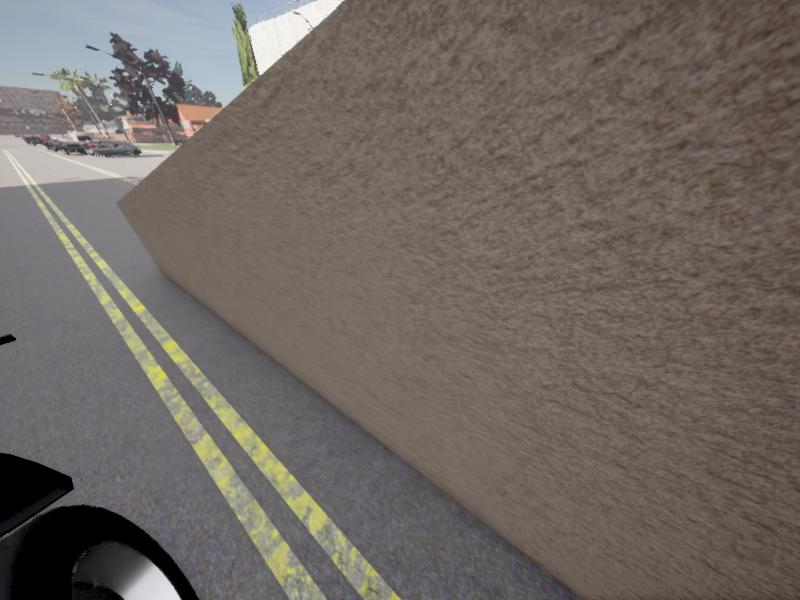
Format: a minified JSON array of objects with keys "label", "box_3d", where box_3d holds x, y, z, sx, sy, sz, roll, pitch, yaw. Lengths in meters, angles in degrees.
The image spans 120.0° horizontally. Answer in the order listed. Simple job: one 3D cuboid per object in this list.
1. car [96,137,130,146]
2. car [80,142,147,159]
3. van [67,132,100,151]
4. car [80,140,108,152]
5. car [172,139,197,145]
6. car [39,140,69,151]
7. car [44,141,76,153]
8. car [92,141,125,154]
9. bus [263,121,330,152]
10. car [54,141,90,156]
[{"label":"car","box_3d":[-70.719,-39.130,57.004,1.932,1.855,4.605,21,40,27]},{"label":"car","box_3d":[-34.260,-18.087,27.862,4.514,1.525,2.007,-15,38,-20]},{"label":"van","box_3d":[-56.538,-28.326,41.268,5.915,2.561,1.988,22,41,28]},{"label":"car","box_3d":[-50.798,-25.571,38.343,3.806,1.475,1.970,22,41,27]},{"label":"car","box_3d":[-62.619,-46.038,67.194,1.837,1.490,4.892,21,40,27]},{"label":"car","box_3d":[-60.159,-26.925,40.140,4.902,1.511,2.128,22,41,28]},{"label":"car","box_3d":[-54.106,-24.399,36.724,5.357,1.411,2.033,22,41,28]},{"label":"car","box_3d":[-42.554,-22.300,33.727,3.705,1.549,1.789,21,40,26]},{"label":"bus","box_3d":[-18.562,-30.170,42.758,3.944,4.253,10.273,22,41,27]},{"label":"car","box_3d":[-44.362,-20.499,31.201,4.892,1.490,1.837,21,40,28]}]
